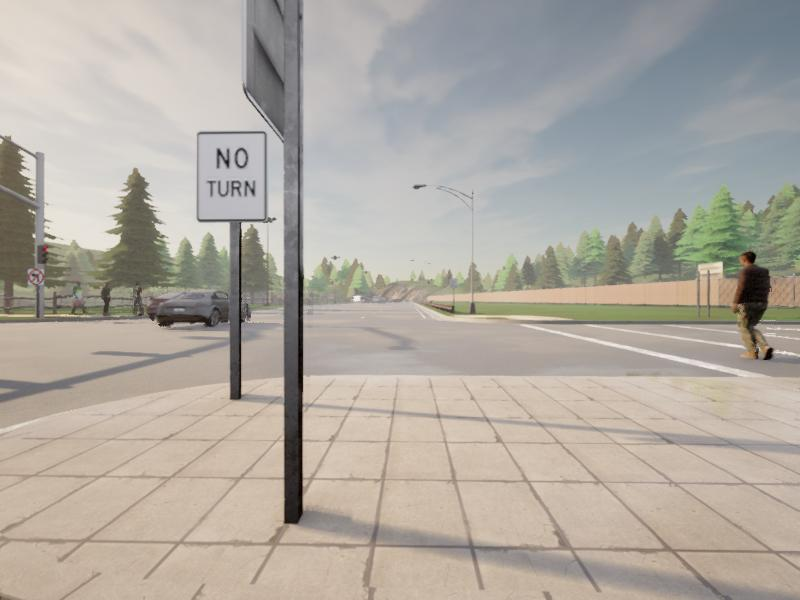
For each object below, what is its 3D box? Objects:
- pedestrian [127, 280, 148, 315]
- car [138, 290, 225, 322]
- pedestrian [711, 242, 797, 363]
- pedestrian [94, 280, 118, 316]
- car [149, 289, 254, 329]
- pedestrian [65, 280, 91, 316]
[{"bbox_3d":[-14.154,-0.113,21.583,0.751,1.860,0.751,0,0,-16],"label":"pedestrian"},{"bbox_3d":[-10.915,0.271,20.468,1.812,1.442,4.674,0,0,1],"label":"car"},{"bbox_3d":[5.776,0.037,6.569,0.751,1.860,0.751,0,0,-2],"label":"pedestrian"},{"bbox_3d":[-15.733,-0.113,21.423,0.751,1.860,0.751,0,0,5],"label":"pedestrian"},{"bbox_3d":[-7.517,0.308,15.700,1.994,1.385,4.181,0,0,1],"label":"car"},{"bbox_3d":[-17.267,-0.113,21.452,0.751,1.860,0.751,0,0,3],"label":"pedestrian"}]
